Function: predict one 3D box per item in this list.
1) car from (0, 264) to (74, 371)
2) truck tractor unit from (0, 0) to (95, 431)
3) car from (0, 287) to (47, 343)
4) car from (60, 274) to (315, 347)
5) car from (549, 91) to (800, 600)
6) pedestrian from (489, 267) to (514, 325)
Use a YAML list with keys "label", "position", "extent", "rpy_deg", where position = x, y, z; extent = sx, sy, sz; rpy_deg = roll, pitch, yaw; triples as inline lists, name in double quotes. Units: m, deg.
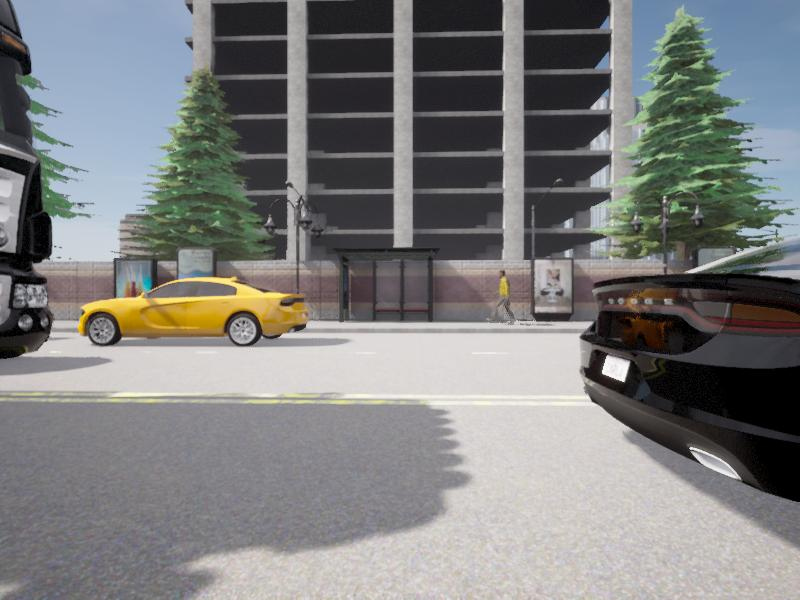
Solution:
- label: "car"
  position: [-8.035, 0.248, 5.980]
  extent: [4.892, 1.490, 1.837]
  rpy_deg: [0, 0, 2]
- label: "truck tractor unit"
  position: [-6.257, -1.112, 2.426]
  extent: [6.516, 4.208, 3.053]
  rpy_deg: [0, 0, 2]
- label: "car"
  position: [-11.627, 0.349, 9.590]
  extent: [4.718, 1.301, 1.895]
  rpy_deg: [0, 0, 2]
- label: "car"
  position: [-4.699, 0.225, 9.380]
  extent: [5.008, 1.535, 1.882]
  rpy_deg: [0, 0, 2]
- label: "car"
  position: [3.773, 0.170, 2.126]
  extent: [5.238, 1.638, 1.930]
  rpy_deg: [0, 0, 2]
- label: "pedestrian"
  position: [3.395, -0.116, 13.299]
  extent: [0.751, 1.860, 0.751]
  rpy_deg: [0, 0, 18]
